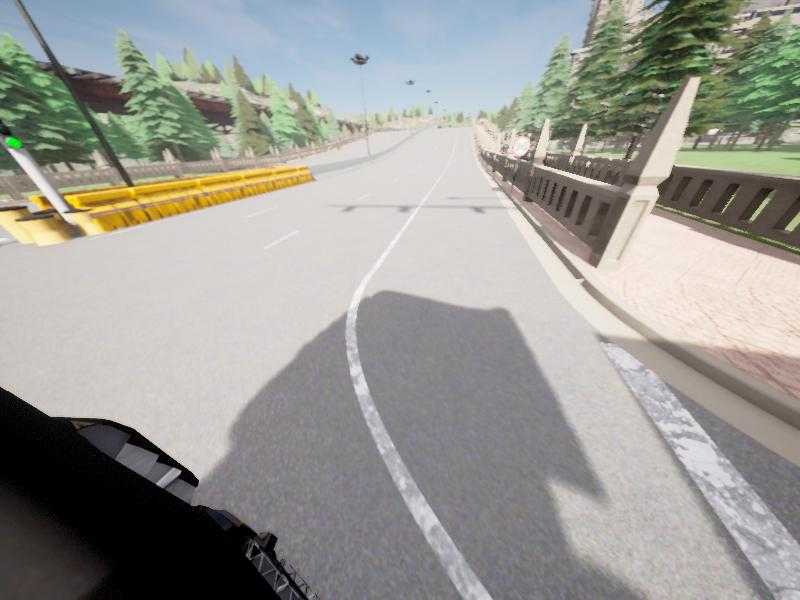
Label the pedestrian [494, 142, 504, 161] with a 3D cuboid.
[{"bbox_3d":[12.264,-18.368,28.604,0.751,1.860,0.751,5,34,12],"label":"pedestrian"}]
